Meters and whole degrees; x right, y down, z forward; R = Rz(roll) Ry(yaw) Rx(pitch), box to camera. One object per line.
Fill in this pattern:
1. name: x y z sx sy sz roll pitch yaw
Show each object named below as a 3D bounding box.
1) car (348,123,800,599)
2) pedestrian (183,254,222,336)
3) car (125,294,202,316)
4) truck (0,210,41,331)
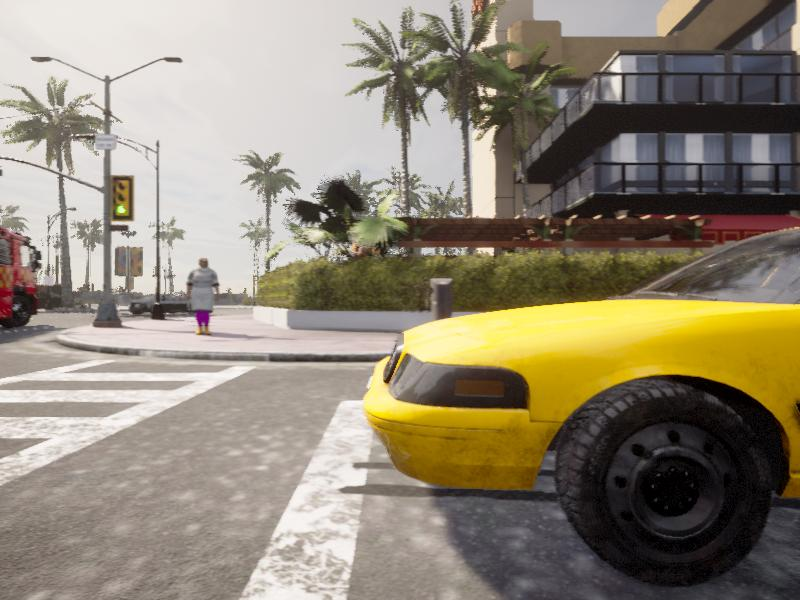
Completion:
1. car: 2.514 0.202 2.219 5.366 1.575 1.801 0 0 0
2. pedestrian: -4.700 -0.116 9.550 0.751 1.860 0.751 0 0 -19
3. car: -15.673 0.305 26.781 1.994 1.385 4.181 0 0 20
4. truck: -13.634 -0.923 11.348 2.891 3.827 8.468 0 0 -26
